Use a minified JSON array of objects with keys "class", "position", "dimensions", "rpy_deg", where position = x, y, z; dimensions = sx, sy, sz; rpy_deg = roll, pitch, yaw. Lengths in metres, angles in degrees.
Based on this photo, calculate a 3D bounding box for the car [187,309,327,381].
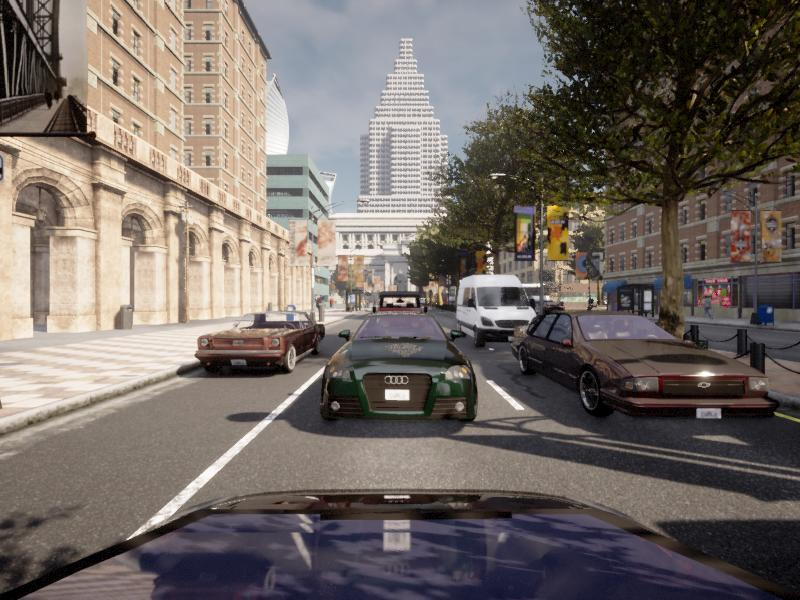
[{"class":"car","position":[-3.246,0.939,10.223],"dimensions":[1.895,1.301,4.718],"rpy_deg":[0,0,0]}]

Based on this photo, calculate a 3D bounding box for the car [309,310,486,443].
[{"class":"car","position":[0.010,0.908,6.581],"dimensions":[1.994,1.385,4.181],"rpy_deg":[0,0,1]}]

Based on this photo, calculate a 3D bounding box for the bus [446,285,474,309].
[{"class":"bus","position":[11.402,-0.537,77.690],"dimensions":[3.944,4.253,10.273],"rpy_deg":[0,0,0]}]

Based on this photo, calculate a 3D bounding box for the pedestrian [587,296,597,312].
[{"class":"pedestrian","position":[23.562,0.486,49.092],"dimensions":[0.751,1.860,0.751],"rpy_deg":[0,0,-11]}]

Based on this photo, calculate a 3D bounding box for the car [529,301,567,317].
[{"class":"car","position":[15.013,0.827,40.968],"dimensions":[2.038,1.542,4.974],"rpy_deg":[0,0,0]}]

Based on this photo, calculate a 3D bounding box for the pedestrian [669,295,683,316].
[{"class":"pedestrian","position":[24.792,0.486,35.924],"dimensions":[0.751,1.860,0.751],"rpy_deg":[0,0,2]}]

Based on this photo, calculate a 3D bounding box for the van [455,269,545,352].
[{"class":"van","position":[3.503,0.323,15.361],"dimensions":[1.988,2.561,5.915],"rpy_deg":[0,0,0]}]

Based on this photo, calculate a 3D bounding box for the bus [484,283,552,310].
[{"class":"bus","position":[19.716,-0.537,67.554],"dimensions":[10.273,4.253,3.944],"rpy_deg":[0,0,38]}]

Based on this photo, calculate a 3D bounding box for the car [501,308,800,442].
[{"class":"car","position":[3.501,0.895,7.189],"dimensions":[2.033,1.411,5.357],"rpy_deg":[0,0,0]}]

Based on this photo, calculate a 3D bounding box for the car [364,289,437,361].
[{"class":"car","position":[0.002,0.646,12.323],"dimensions":[1.905,1.878,3.866],"rpy_deg":[0,0,0]}]
